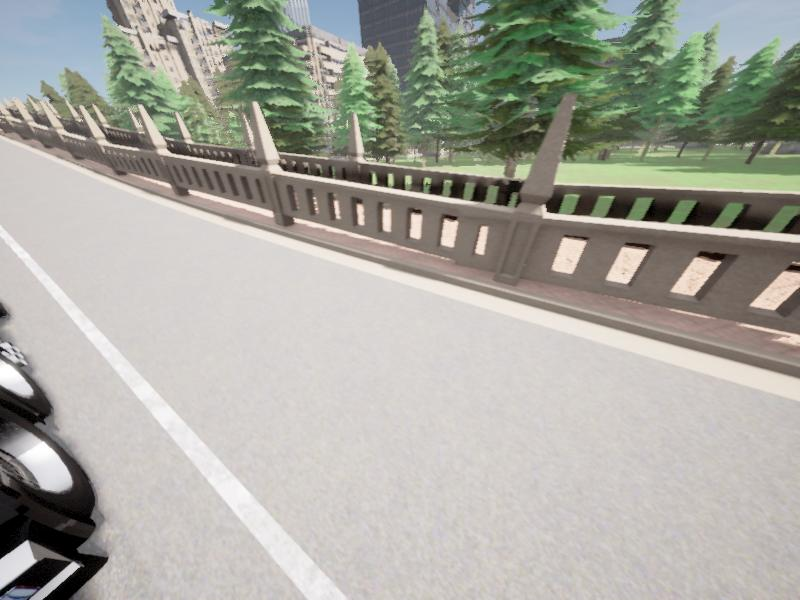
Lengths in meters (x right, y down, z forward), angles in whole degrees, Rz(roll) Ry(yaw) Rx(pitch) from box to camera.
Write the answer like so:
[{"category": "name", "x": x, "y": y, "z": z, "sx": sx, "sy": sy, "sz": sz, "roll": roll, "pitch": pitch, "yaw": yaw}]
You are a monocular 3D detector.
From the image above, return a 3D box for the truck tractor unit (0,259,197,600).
[{"category": "truck tractor unit", "x": -5.086, "y": -0.330, "z": 0.767, "sx": 6.516, "sy": 4.208, "sz": 3.053, "roll": 20, "pitch": 39, "yaw": 24}]
